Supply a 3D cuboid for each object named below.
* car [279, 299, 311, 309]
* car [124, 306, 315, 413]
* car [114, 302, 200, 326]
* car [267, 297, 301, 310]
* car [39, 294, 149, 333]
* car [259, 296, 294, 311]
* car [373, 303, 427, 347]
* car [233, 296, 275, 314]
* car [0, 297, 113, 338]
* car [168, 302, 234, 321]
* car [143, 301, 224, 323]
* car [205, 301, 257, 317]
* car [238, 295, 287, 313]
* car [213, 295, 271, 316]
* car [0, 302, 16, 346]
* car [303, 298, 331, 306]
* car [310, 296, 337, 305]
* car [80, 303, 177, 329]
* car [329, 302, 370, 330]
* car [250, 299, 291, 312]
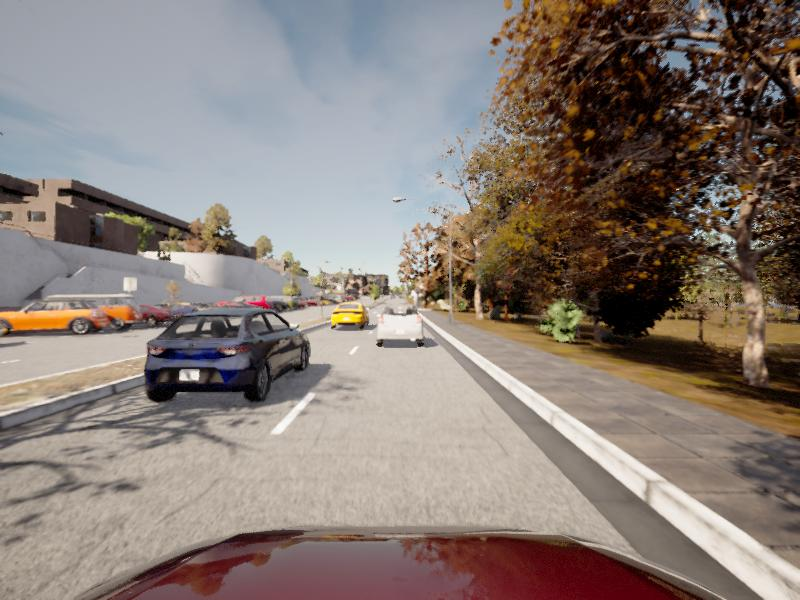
[{"bbox_3d":[-16.804,0.637,63.960,4.792,1.488,2.163,-1,0,-20],"label":"car"},{"bbox_3d":[-2.997,0.877,7.769,1.816,1.474,4.193,0,0,0],"label":"car"},{"bbox_3d":[-16.889,0.941,28.106,4.792,1.488,2.163,-1,0,-20],"label":"car"},{"bbox_3d":[-16.807,0.543,57.968,4.553,1.767,2.185,-1,1,-20],"label":"car"},{"bbox_3d":[-16.763,0.686,22.201,4.442,1.987,1.878,-1,0,-20],"label":"car"},{"bbox_3d":[-16.949,0.476,54.932,4.442,1.987,1.878,-1,1,-20],"label":"car"},{"bbox_3d":[0.006,0.882,15.612,1.845,1.501,3.633,0,0,0],"label":"car"},{"bbox_3d":[-16.741,0.564,46.071,4.442,1.987,1.878,-1,0,-20],"label":"car"},{"bbox_3d":[-16.844,0.781,19.174,4.553,1.767,2.185,-1,0,-20],"label":"car"},{"bbox_3d":[-16.830,0.917,34.102,4.792,1.488,2.163,-1,0,-20],"label":"car"},{"bbox_3d":[-16.688,0.895,31.175,5.366,1.575,1.946,-1,0,-20],"label":"car"},{"bbox_3d":[-16.848,0.886,40.059,4.674,1.452,2.002,-1,1,-20],"label":"car"},{"bbox_3d":[-16.822,0.509,49.024,5.566,2.045,2.435,-1,0,-20],"label":"car"},{"bbox_3d":[-16.878,0.571,43.028,5.566,2.045,2.435,-1,1,-20],"label":"car"},{"bbox_3d":[-16.703,0.879,13.263,5.366,1.575,1.946,-1,-1,-20],"label":"car"},{"bbox_3d":[-16.984,0.420,81.888,5.366,1.575,1.946,-1,1,-20],"label":"car"},{"bbox_3d":[-16.784,0.094,87.977,5.566,2.045,2.435,-1,0,-20],"label":"car"},{"bbox_3d":[-16.860,0.952,25.133,4.674,1.452,2.002,-1,0,-20],"label":"car"},{"bbox_3d":[-2.993,0.898,24.798,1.882,1.535,5.008,0,0,0],"label":"car"},{"bbox_3d":[-16.835,0.731,51.995,4.892,1.521,2.231,-1,1,-20],"label":"car"}]
